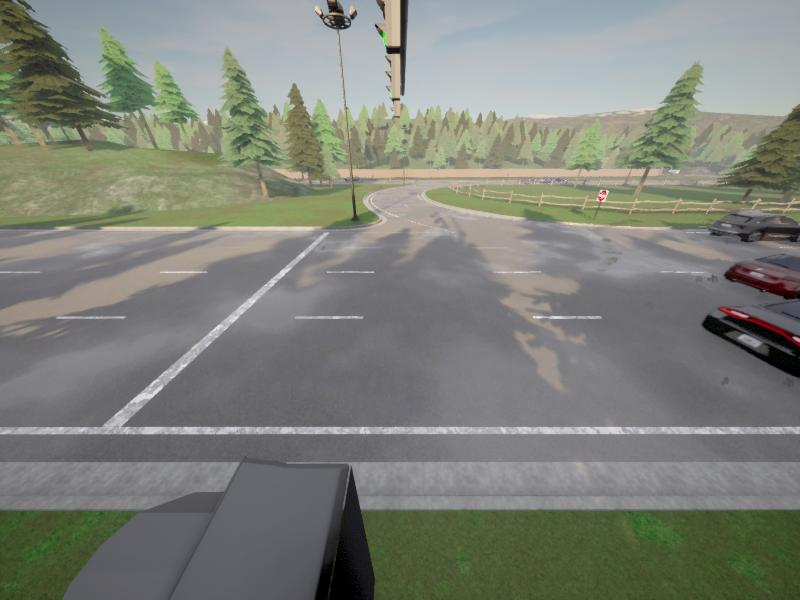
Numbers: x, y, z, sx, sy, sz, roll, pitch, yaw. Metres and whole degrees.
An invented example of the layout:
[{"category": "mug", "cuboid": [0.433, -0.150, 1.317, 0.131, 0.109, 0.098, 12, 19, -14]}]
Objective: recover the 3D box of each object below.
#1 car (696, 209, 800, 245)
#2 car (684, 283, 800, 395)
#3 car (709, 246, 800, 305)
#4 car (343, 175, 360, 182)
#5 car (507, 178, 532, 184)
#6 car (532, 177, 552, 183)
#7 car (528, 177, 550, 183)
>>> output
[{"category": "car", "cuboid": [22.324, -4.546, 14.254, 4.856, 1.649, 2.033, 0, 30, 0]}, {"category": "car", "cuboid": [10.431, 0.750, 5.181, 4.974, 1.542, 2.038, 0, 30, 0]}, {"category": "car", "cuboid": [14.765, -0.933, 8.254, 4.181, 1.385, 1.994, 0, 30, 0]}, {"category": "car", "cuboid": [-14.706, -36.794, 69.859, 4.605, 1.855, 1.932, 0, 30, 0]}, {"category": "car", "cuboid": [31.546, -31.421, 61.034, 5.357, 1.411, 2.033, 0, 30, 0]}, {"category": "car", "cuboid": [39.421, -33.279, 64.036, 3.988, 1.617, 1.851, 0, 30, 0]}, {"category": "car", "cuboid": [40.288, -34.973, 67.100, 4.792, 1.488, 2.163, 0, 30, 0]}]
